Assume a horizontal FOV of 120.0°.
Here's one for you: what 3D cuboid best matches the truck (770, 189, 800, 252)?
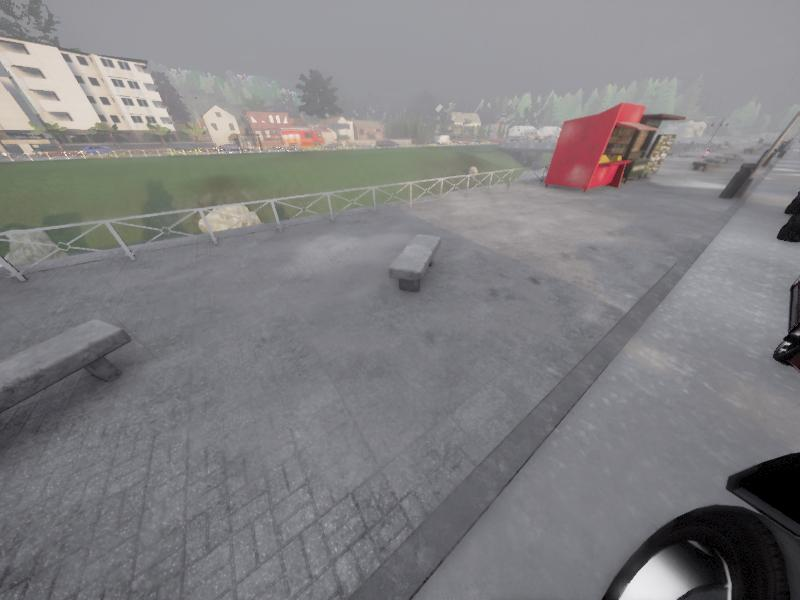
[{"bbox_3d":[12.300,-2.656,5.697,6.274,2.098,2.390,-22,41,-28],"label":"truck"}]

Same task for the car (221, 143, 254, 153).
[{"bbox_3d":[-30.382,-28.509,43.284,4.792,1.488,2.163,-22,41,-27],"label":"car"}]

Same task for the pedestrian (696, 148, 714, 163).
[{"bbox_3d":[27.520,-13.032,20.868,0.500,1.100,0.500,-26,42,-31],"label":"pedestrian"}]

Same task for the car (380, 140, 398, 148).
[{"bbox_3d":[-2.796,-39.878,59.012,3.988,1.617,1.851,-22,41,-28],"label":"car"}]

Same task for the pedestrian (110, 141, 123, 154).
[{"bbox_3d":[-49.662,-26.760,40.473,0.751,1.860,0.751,29,45,35],"label":"pedestrian"}]

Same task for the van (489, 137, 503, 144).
[{"bbox_3d":[32.837,-54.804,79.334,4.442,1.987,1.775,-22,41,-28],"label":"van"}]

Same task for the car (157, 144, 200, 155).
[{"bbox_3d":[-39.739,-27.217,41.637,5.357,1.411,2.033,-21,40,-27],"label":"car"}]

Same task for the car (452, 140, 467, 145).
[{"bbox_3d":[19.425,-51.798,75.819,4.718,1.301,1.895,-22,41,-28],"label":"car"}]

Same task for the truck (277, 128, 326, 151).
[{"bbox_3d":[-20.404,-33.603,48.346,8.468,3.827,2.891,-22,40,-27],"label":"truck"}]

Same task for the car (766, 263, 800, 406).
[{"bbox_3d":[6.192,0.193,2.387,4.181,1.385,1.994,-22,41,-28],"label":"car"}]

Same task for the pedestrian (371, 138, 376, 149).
[{"bbox_3d":[-5.951,-35.133,51.830,0.751,1.860,0.751,-21,40,-27],"label":"pedestrian"}]

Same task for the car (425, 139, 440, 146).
[{"bbox_3d":[9.229,-44.866,65.904,3.633,1.501,1.845,-22,41,-28],"label":"car"}]

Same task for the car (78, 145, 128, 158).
[{"bbox_3d":[-44.799,-22.565,35.041,4.193,1.474,1.816,-22,40,-27],"label":"car"}]

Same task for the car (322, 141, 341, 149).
[{"bbox_3d":[-16.386,-37.025,55.252,3.806,1.475,1.970,-22,41,-28],"label":"car"}]

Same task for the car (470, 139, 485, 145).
[{"bbox_3d":[25.160,-51.402,75.077,4.674,1.442,1.812,-22,41,-28],"label":"car"}]

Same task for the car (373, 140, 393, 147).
[{"bbox_3d":[-4.486,-41.988,62.039,4.892,1.490,1.837,-22,41,-28],"label":"car"}]

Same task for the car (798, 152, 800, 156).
[{"bbox_3d":[51.075,-18.683,28.129,4.605,1.855,1.932,-22,41,-28],"label":"car"}]

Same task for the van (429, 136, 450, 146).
[{"bbox_3d":[12.353,-49.342,71.450,6.366,2.431,2.351,-22,41,-28],"label":"van"}]

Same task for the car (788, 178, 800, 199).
[{"bbox_3d":[19.162,-5.269,9.827,4.902,1.511,2.128,-22,41,-27],"label":"car"}]

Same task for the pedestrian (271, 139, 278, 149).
[{"bbox_3d":[-28.298,-35.114,52.054,0.751,1.860,0.751,18,39,24],"label":"pedestrian"}]
